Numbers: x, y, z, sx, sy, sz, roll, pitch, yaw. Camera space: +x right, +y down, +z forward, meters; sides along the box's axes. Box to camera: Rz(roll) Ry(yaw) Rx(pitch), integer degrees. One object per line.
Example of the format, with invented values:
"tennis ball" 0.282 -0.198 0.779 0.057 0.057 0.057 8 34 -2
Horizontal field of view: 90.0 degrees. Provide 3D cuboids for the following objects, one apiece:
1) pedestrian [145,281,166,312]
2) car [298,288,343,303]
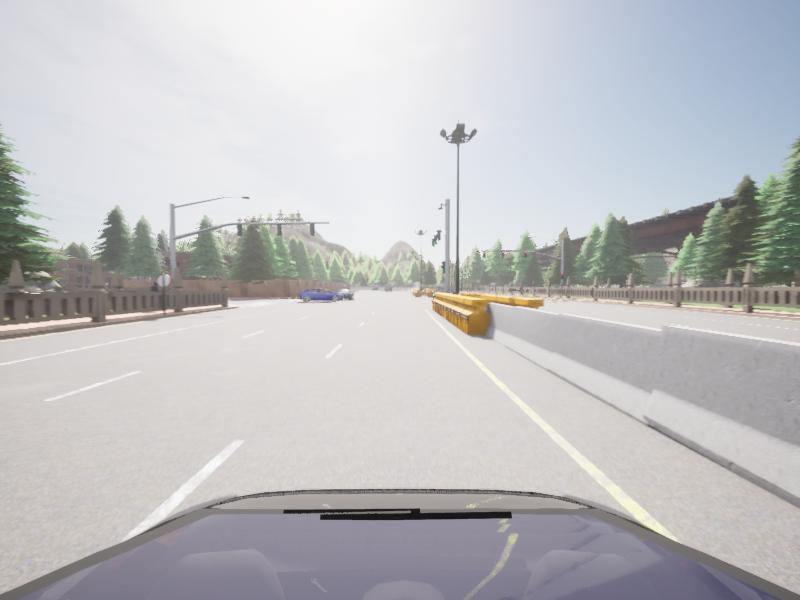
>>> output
"pedestrian" -15.018 -0.242 24.600 0.751 1.860 0.751 0 2 2
"car" -8.345 -0.511 42.226 4.514 1.525 2.007 0 2 -11
